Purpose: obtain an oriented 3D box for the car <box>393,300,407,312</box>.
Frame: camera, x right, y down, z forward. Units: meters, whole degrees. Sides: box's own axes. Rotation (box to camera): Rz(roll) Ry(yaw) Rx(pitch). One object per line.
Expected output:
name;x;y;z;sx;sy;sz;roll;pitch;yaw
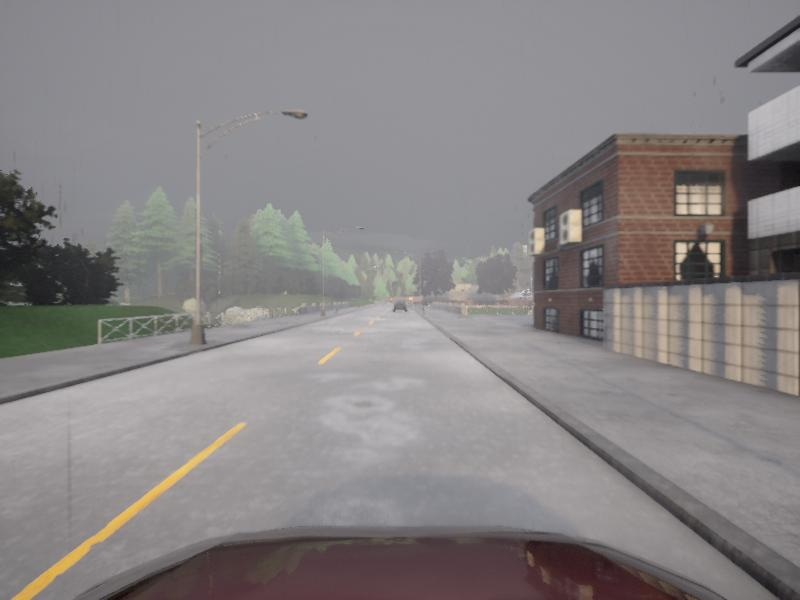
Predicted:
car;-0.001;0.827;55.784;1.837;1.490;4.892;0;0;0
